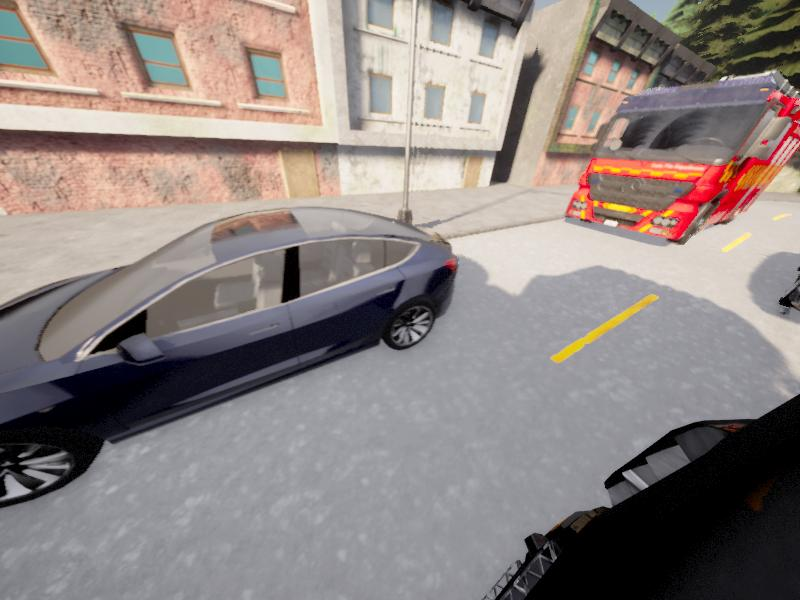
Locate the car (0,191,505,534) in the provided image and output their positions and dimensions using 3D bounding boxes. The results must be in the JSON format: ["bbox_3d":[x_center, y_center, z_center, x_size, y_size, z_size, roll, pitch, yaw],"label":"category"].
[{"bbox_3d":[-1.537,-0.109,2.574,4.792,1.488,2.163,-16,38,-26],"label":"car"}]

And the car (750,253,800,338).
[{"bbox_3d":[8.526,-0.439,3.794,5.357,1.411,2.033,-16,38,-26],"label":"car"}]

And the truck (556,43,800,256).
[{"bbox_3d":[9.848,-4.501,7.740,8.468,3.827,2.891,-16,38,-26],"label":"truck"}]
